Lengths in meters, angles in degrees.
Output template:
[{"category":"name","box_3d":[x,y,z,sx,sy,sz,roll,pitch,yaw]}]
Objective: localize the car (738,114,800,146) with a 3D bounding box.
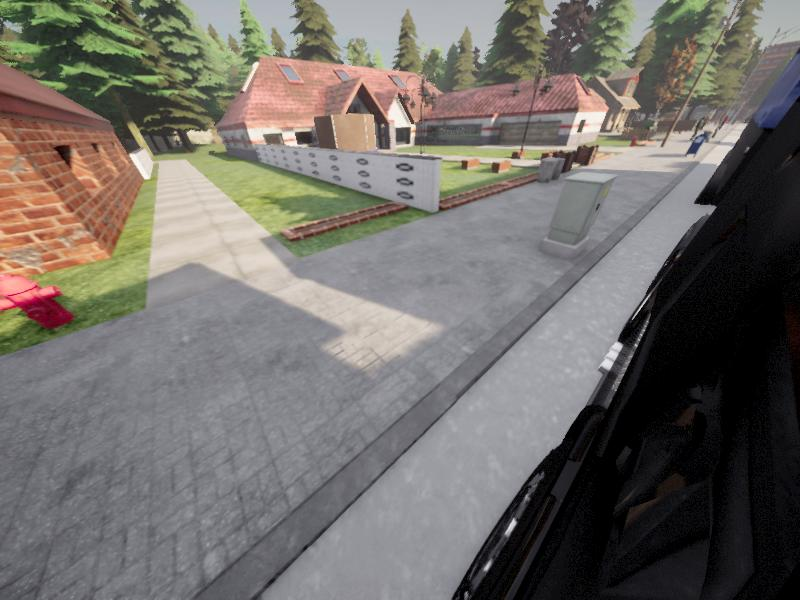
[{"category":"car","box_3d":[28.632,-13.209,17.932,3.866,1.878,1.905,-27,43,-29]}]

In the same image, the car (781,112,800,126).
[{"category":"car","box_3d":[66.794,-30.480,38.849,4.856,1.649,2.033,-28,44,-30]}]

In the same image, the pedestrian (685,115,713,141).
[{"category":"pedestrian","box_3d":[27.539,-15.847,21.330,0.751,1.860,0.751,22,43,29]}]

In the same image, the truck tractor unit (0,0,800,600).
[{"category":"truck tractor unit","box_3d":[2.645,-0.295,0.351,6.516,4.208,3.053,-28,44,-30]}]

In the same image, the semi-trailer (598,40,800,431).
[{"category":"semi-trailer","box_3d":[8.675,-3.620,4.250,14.254,4.402,2.717,-28,44,-30]}]

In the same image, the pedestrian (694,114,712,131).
[{"category":"pedestrian","box_3d":[42.390,-24.766,32.320,0.751,1.860,0.751,-29,44,-30]}]

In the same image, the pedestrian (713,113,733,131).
[{"category":"pedestrian","box_3d":[43.709,-24.066,31.304,0.751,1.860,0.751,-25,42,-27]}]

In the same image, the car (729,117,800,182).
[{"category":"car","box_3d":[16.082,-6.322,9.518,4.605,1.855,1.932,-26,43,-28]}]

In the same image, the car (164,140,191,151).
[{"category":"car","box_3d":[-50.528,-35.115,52.453,3.866,1.878,1.905,-28,44,-30]}]
